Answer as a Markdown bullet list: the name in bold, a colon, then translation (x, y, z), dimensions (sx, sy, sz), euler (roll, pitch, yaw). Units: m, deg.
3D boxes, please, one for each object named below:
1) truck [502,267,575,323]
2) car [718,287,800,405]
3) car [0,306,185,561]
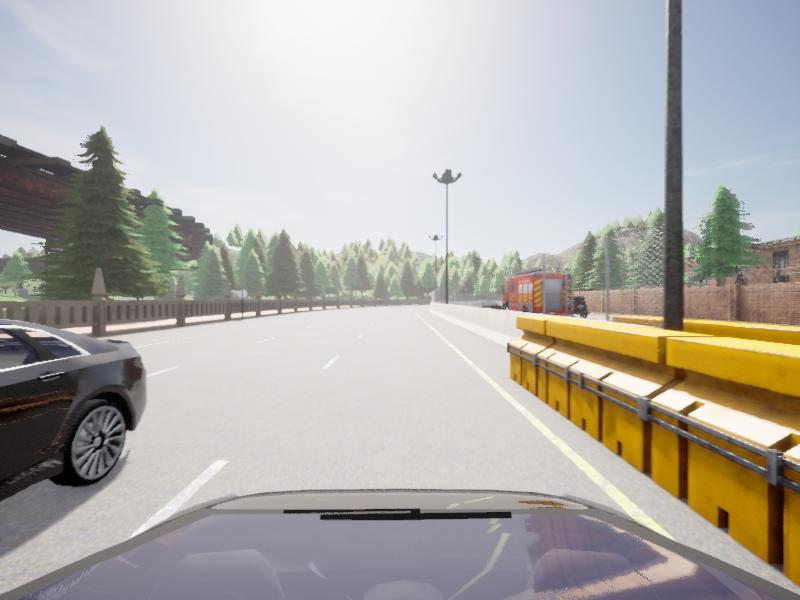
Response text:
- **truck**: translation (10.537, -0.370, 31.568), dimensions (2.891, 3.827, 8.468), euler (0, 0, 0)
- **car**: translation (7.006, 0.686, 5.214), dimensions (2.097, 1.767, 4.553), euler (0, 0, 0)
- **car**: translation (-3.497, 0.831, 2.070), dimensions (2.128, 1.511, 4.902), euler (0, 0, 0)
